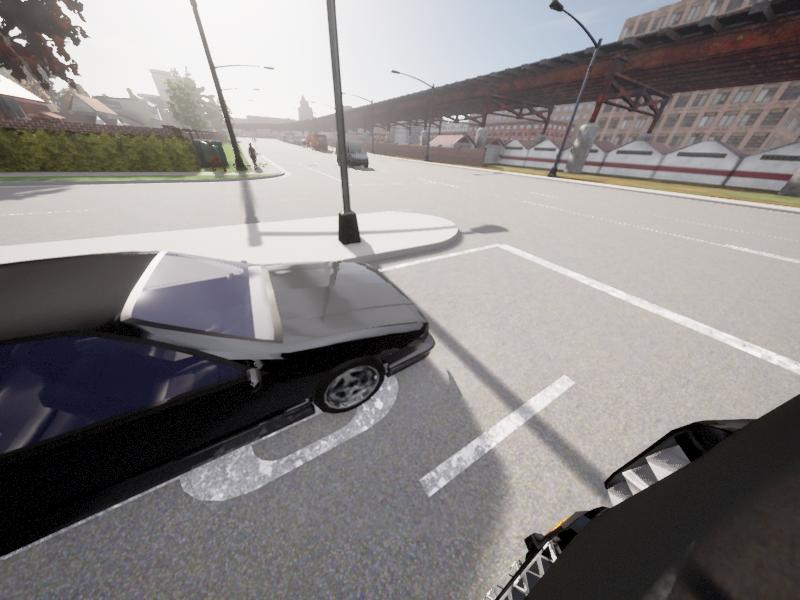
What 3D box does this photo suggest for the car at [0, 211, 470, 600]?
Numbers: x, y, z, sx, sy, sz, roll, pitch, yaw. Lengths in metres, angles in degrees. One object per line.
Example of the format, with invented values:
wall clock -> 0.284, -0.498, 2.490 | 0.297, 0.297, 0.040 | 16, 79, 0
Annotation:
car -> -2.282, 0.479, 1.797 | 5.357, 1.411, 2.033 | -16, 38, -26

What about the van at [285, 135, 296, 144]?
van -> -41.962, -61.230, 88.170 | 2.351, 2.431, 6.366 | -16, 39, -26

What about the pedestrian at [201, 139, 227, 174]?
pedestrian -> -12.249, -9.442, 15.227 | 0.751, 1.860, 0.751 | -22, 41, -32

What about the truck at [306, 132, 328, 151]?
truck -> -21.504, -40.967, 59.601 | 2.891, 3.827, 8.468 | -16, 39, -26

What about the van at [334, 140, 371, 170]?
van -> -5.407, -16.458, 26.053 | 1.988, 2.561, 5.915 | -16, 38, -26

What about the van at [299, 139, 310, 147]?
van -> -29.422, -48.254, 70.961 | 2.069, 2.038, 4.480 | -16, 39, -26

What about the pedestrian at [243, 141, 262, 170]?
pedestrian -> -11.464, -11.230, 17.986 | 0.751, 1.860, 0.751 | -10, 36, -19
